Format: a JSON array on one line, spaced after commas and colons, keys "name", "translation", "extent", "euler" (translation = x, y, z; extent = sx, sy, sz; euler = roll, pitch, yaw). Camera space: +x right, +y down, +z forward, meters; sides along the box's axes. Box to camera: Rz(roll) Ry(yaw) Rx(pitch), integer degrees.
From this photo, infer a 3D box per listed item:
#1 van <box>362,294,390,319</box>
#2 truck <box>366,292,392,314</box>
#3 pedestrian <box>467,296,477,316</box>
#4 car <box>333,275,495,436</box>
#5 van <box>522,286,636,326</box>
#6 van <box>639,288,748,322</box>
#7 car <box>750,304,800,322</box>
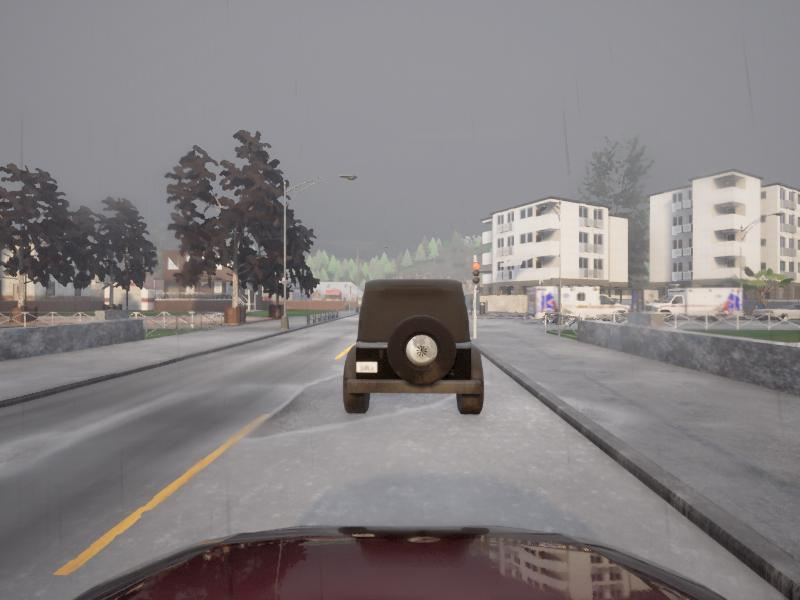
[{"name": "van", "translation": [-2.201, 0.572, 35.321], "extent": [2.069, 2.038, 4.480], "euler": [-1, 0, -9]}, {"name": "truck", "translation": [-2.439, 0.367, 47.132], "extent": [2.627, 2.467, 5.204], "euler": [0, -1, 2]}, {"name": "pedestrian", "translation": [6.651, 0.524, 36.987], "extent": [0.751, 1.860, 0.751], "euler": [0, 0, 2]}, {"name": "car", "translation": [0.220, 0.646, 6.640], "extent": [1.905, 1.878, 3.866], "euler": [0, 0, 2]}, {"name": "van", "translation": [11.482, 0.378, 26.120], "extent": [6.366, 2.431, 2.351], "euler": [0, 0, 3]}, {"name": "van", "translation": [21.752, 0.378, 29.883], "extent": [6.366, 2.431, 2.351], "euler": [0, 0, 2]}, {"name": "car", "translation": [29.156, 0.944, 29.630], "extent": [4.718, 1.301, 1.895], "euler": [0, 0, 2]}]
